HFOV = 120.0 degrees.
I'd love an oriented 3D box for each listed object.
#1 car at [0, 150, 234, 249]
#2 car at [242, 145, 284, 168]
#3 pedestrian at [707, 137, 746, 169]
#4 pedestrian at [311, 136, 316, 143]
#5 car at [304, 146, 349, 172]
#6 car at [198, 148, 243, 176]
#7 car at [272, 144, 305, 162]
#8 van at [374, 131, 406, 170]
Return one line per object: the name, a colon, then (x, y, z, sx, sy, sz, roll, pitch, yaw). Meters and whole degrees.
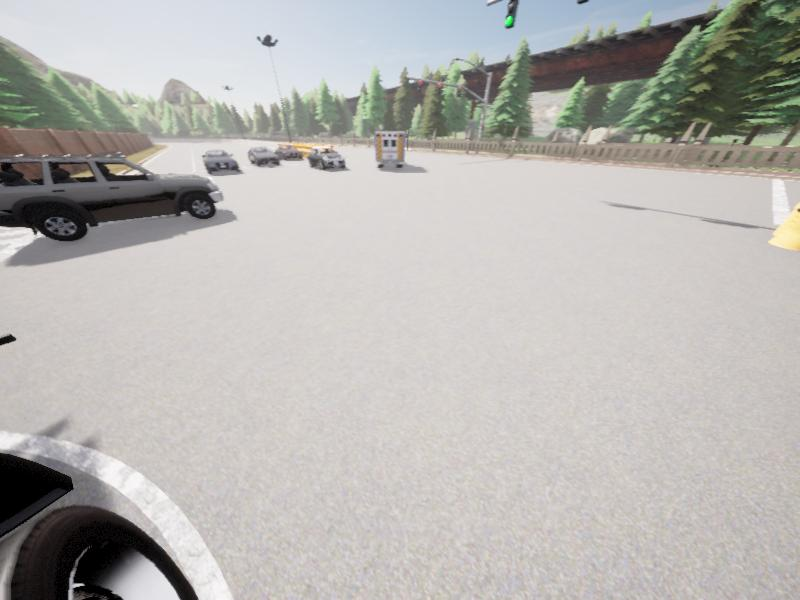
car: (-8.027, -3.176, 6.682, 4.605, 1.855, 1.932, -27, 44, -37)
car: (-12.483, -13.042, 20.912, 2.033, 1.411, 5.357, -23, 42, -29)
pedestrian: (23.304, -10.499, 16.518, 0.751, 1.860, 0.751, -23, 42, -29)
pedestrian: (-26.056, -48.176, 69.307, 0.751, 1.860, 0.751, -24, 42, -30)
car: (-5.909, -11.338, 18.436, 1.970, 1.475, 3.806, -23, 42, -29)
car: (-13.214, -10.179, 16.939, 1.994, 1.385, 4.181, -23, 42, -29)
car: (-12.258, -16.194, 25.330, 1.994, 1.385, 4.181, -24, 42, -30)
van: (-0.999, -13.169, 20.156, 2.351, 2.431, 6.366, -2, 36, -4)
